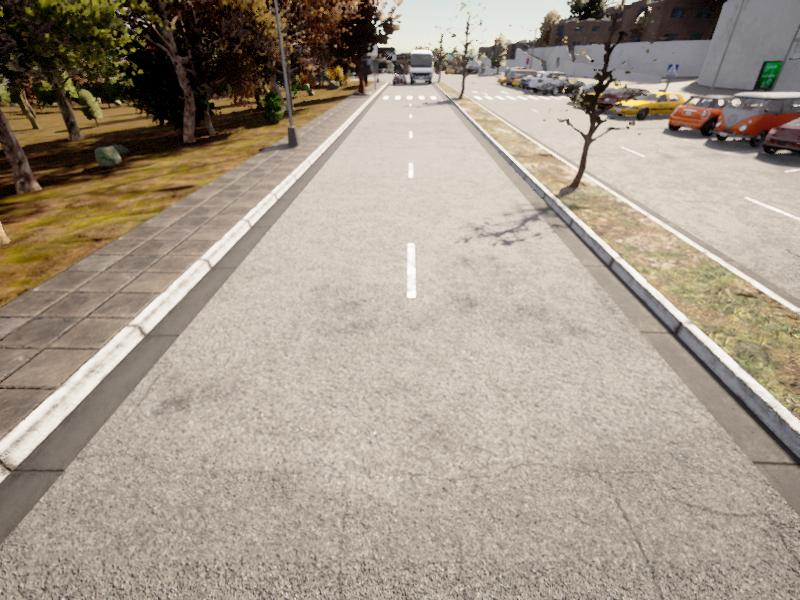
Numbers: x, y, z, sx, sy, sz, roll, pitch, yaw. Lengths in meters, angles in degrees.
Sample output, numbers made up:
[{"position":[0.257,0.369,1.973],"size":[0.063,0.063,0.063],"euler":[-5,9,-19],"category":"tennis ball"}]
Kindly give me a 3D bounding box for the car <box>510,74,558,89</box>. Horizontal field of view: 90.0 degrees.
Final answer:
[{"position":[16.910,-27.662,50.635],"size":[5.366,1.575,1.946],"euler":[-9,32,-16],"category":"car"}]

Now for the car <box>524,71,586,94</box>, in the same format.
[{"position":[16.561,-23.267,42.786],"size":[5.566,2.045,2.435],"euler":[-9,32,-16],"category":"car"}]

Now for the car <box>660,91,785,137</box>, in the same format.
[{"position":[15.894,-9.296,19.846],"size":[4.553,1.767,2.185],"euler":[-9,32,-16],"category":"car"}]

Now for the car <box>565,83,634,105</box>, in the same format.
[{"position":[16.256,-16.869,32.702],"size":[4.674,1.452,2.002],"euler":[-9,32,-16],"category":"car"}]

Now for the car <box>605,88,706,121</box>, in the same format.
[{"position":[15.882,-12.248,24.969],"size":[5.366,1.575,1.946],"euler":[-9,33,-16],"category":"car"}]

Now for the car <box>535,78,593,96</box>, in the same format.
[{"position":[16.473,-21.508,40.342],"size":[4.892,1.521,2.231],"euler":[-9,33,-16],"category":"car"}]

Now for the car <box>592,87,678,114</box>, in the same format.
[{"position":[16.151,-13.800,27.602],"size":[4.792,1.488,2.163],"euler":[-9,32,-16],"category":"car"}]

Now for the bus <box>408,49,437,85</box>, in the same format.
[{"position":[3.222,-35.034,60.349],"size":[3.944,4.253,10.273],"euler":[1,29,1],"category":"bus"}]

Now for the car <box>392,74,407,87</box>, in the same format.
[{"position":[-0.035,-30.663,55.804],"size":[1.994,1.385,4.181],"euler":[1,31,1],"category":"car"}]

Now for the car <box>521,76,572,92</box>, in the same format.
[{"position":[16.605,-24.572,45.459],"size":[5.008,1.535,2.097],"euler":[-9,33,-16],"category":"car"}]

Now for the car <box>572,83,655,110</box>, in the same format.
[{"position":[16.018,-15.336,30.072],"size":[5.366,1.575,1.946],"euler":[-9,33,-16],"category":"car"}]

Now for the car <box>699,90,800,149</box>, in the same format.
[{"position":[15.747,-7.823,17.202],"size":[4.442,1.987,1.878],"euler":[-9,33,-16],"category":"car"}]

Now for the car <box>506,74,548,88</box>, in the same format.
[{"position":[16.828,-29.136,53.170],"size":[4.792,1.488,2.163],"euler":[-9,32,-16],"category":"car"}]

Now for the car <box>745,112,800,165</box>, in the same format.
[{"position":[15.781,-6.088,14.822],"size":[4.674,1.452,2.002],"euler":[-9,32,-16],"category":"car"}]

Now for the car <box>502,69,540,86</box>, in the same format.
[{"position":[16.763,-30.856,55.555],"size":[4.442,1.987,1.878],"euler":[-9,33,-16],"category":"car"}]

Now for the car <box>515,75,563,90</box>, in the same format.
[{"position":[16.660,-26.101,48.023],"size":[4.892,1.521,2.231],"euler":[-9,32,-16],"category":"car"}]
